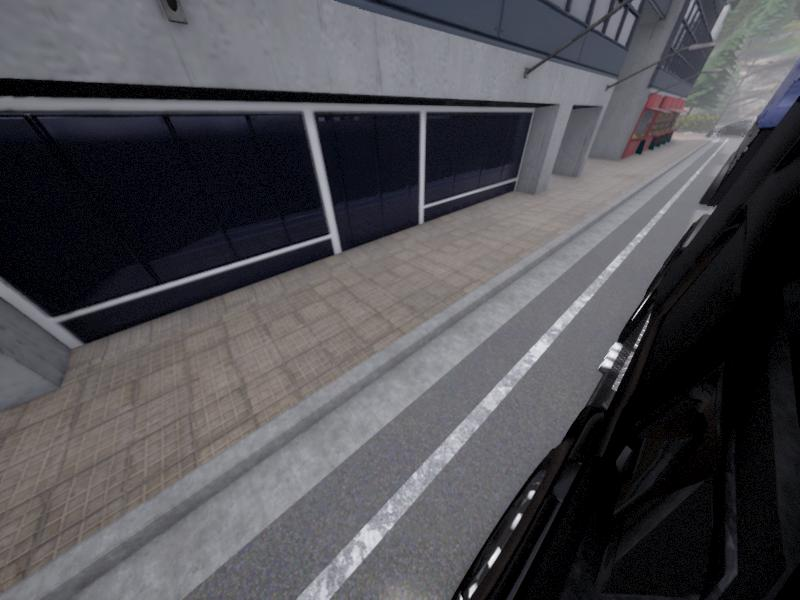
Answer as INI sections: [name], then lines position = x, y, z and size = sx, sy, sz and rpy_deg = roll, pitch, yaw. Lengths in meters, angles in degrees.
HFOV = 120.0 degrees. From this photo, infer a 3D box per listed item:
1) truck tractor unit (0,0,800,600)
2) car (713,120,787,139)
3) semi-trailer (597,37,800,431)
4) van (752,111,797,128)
[truck tractor unit]
position = 2.645, -0.295, 0.351
size = 6.516, 4.208, 3.053
rpy_deg = -28, 44, -30
[car]
position = 36.568, -18.032, 24.375
size = 1.994, 1.385, 4.181
rpy_deg = 6, 38, 11
[semi-trailer]
position = 8.721, -3.586, 4.210
size = 14.254, 4.402, 2.717
rpy_deg = -28, 44, -30
[van]
position = 60.224, -29.115, 37.273
size = 1.775, 1.987, 4.442
rpy_deg = 19, 42, 26
